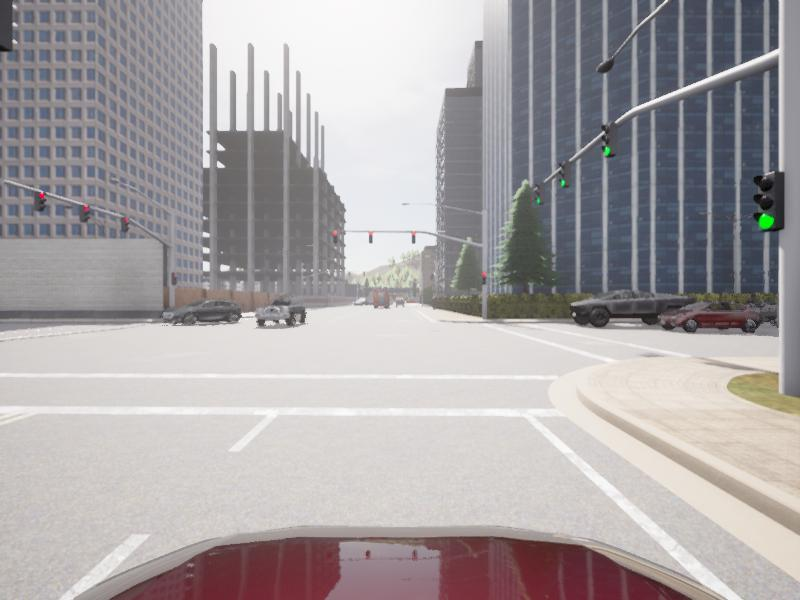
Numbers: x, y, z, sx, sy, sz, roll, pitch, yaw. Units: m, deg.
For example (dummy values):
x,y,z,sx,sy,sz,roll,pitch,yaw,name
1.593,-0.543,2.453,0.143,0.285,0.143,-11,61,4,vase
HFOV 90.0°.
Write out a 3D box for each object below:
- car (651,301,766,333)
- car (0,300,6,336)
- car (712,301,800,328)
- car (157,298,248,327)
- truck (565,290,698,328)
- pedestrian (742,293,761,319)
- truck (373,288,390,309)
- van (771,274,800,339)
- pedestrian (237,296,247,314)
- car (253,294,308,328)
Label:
x,y,z,sx,sy,sz,roll,pitch,yaw,name
14.897,0.793,19.469,4.193,1.474,1.816,0,0,0,car
-19.246,0.768,16.198,4.514,1.525,2.007,0,0,-2,car
20.969,0.807,22.955,4.674,1.442,1.812,0,0,0,car
-12.511,0.749,25.704,2.033,1.649,4.856,2,0,31,car
13.109,0.480,22.974,6.274,2.098,2.390,0,0,0,truck
25.075,0.421,28.545,0.751,1.860,0.751,0,0,0,pedestrian
-3.482,-0.344,77.754,2.891,3.827,8.468,0,0,0,truck
18.705,0.262,15.885,5.915,2.561,1.988,0,-1,2,van
-16.349,0.472,41.495,0.751,1.860,0.751,0,0,-4,pedestrian
-6.996,0.617,24.030,1.932,1.855,4.605,0,0,0,car
